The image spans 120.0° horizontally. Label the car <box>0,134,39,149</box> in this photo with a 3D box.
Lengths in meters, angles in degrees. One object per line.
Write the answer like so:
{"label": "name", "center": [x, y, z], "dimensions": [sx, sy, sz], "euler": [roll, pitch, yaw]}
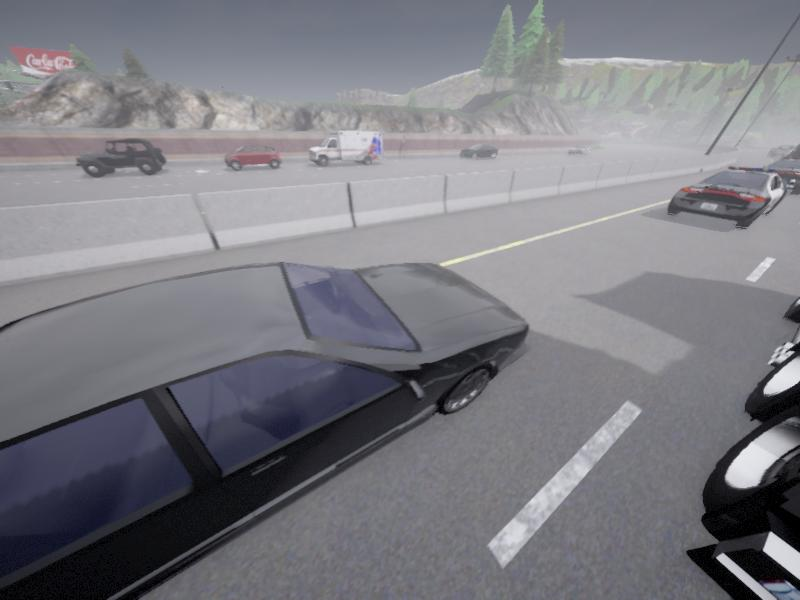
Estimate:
{"label": "car", "center": [-52.457, -20.988, 30.551], "dimensions": [1.882, 1.535, 5.008], "euler": [-1, 36, -3]}

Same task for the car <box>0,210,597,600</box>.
{"label": "car", "center": [-1.246, 0.580, 1.863], "dimensions": [5.357, 1.411, 2.033], "euler": [-18, 40, -25]}

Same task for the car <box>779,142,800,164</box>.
{"label": "car", "center": [49.420, -18.028, 28.247], "dimensions": [5.566, 2.045, 2.150], "euler": [-25, 43, -31]}

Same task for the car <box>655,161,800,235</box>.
{"label": "car", "center": [11.694, -3.760, 8.055], "dimensions": [4.974, 1.542, 2.038], "euler": [-18, 40, -25]}

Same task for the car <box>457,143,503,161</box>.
{"label": "car", "center": [9.208, -17.132, 26.620], "dimensions": [5.008, 1.535, 1.882], "euler": [-18, 40, -25]}

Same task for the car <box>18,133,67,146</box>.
{"label": "car", "center": [-55.475, -24.991, 35.967], "dimensions": [2.163, 1.488, 4.792], "euler": [-17, 39, -23]}

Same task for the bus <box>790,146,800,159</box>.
{"label": "bus", "center": [59.443, -21.393, 31.248], "dimensions": [10.273, 4.253, 3.944], "euler": [-29, 45, -35]}

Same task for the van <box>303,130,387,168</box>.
{"label": "van", "center": [-4.473, -12.955, 19.764], "dimensions": [6.366, 2.431, 2.351], "euler": [-18, 40, -24]}

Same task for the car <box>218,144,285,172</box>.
{"label": "car", "center": [-10.771, -10.517, 16.988], "dimensions": [3.705, 1.549, 1.789], "euler": [-18, 40, -25]}

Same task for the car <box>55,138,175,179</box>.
{"label": "car", "center": [-16.757, -8.672, 14.007], "dimensions": [3.866, 1.878, 1.905], "euler": [-18, 40, -25]}

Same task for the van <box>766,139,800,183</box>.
{"label": "van", "center": [28.560, -9.779, 15.917], "dimensions": [5.915, 2.561, 1.988], "euler": [-19, 40, -25]}

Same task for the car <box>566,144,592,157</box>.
{"label": "car", "center": [26.574, -22.246, 34.303], "dimensions": [1.895, 1.301, 4.718], "euler": [30, 45, 34]}

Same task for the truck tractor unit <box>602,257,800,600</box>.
{"label": "truck tractor unit", "center": [5.111, -0.299, 0.790], "dimensions": [6.516, 4.208, 3.053], "euler": [-19, 40, -25]}

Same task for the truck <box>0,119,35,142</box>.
{"label": "truck", "center": [-84.379, -35.011, 47.648], "dimensions": [8.468, 3.827, 2.891], "euler": [-18, 40, -25]}

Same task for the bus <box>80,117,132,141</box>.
{"label": "bus", "center": [-71.571, -41.886, 56.787], "dimensions": [3.944, 4.253, 10.273], "euler": [-18, 40, -24]}

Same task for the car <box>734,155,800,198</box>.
{"label": "car", "center": [20.973, -6.833, 12.524], "dimensions": [4.974, 1.542, 2.038], "euler": [-18, 40, -24]}
